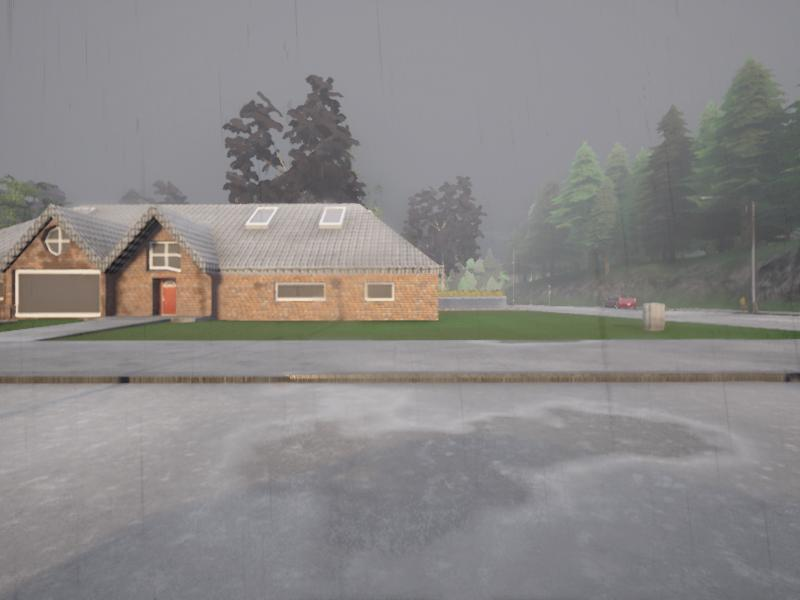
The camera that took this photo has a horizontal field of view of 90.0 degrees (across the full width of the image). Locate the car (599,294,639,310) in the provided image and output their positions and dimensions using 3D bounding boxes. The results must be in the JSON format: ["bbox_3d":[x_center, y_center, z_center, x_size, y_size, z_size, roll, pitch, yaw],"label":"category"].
[{"bbox_3d":[21.232,0.182,38.940,1.845,1.501,3.633,0,0,0],"label":"car"}]

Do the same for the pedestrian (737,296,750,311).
[{"bbox_3d":[25.690,0.259,29.937,0.500,1.100,0.500,0,0,-2],"label":"pedestrian"}]
